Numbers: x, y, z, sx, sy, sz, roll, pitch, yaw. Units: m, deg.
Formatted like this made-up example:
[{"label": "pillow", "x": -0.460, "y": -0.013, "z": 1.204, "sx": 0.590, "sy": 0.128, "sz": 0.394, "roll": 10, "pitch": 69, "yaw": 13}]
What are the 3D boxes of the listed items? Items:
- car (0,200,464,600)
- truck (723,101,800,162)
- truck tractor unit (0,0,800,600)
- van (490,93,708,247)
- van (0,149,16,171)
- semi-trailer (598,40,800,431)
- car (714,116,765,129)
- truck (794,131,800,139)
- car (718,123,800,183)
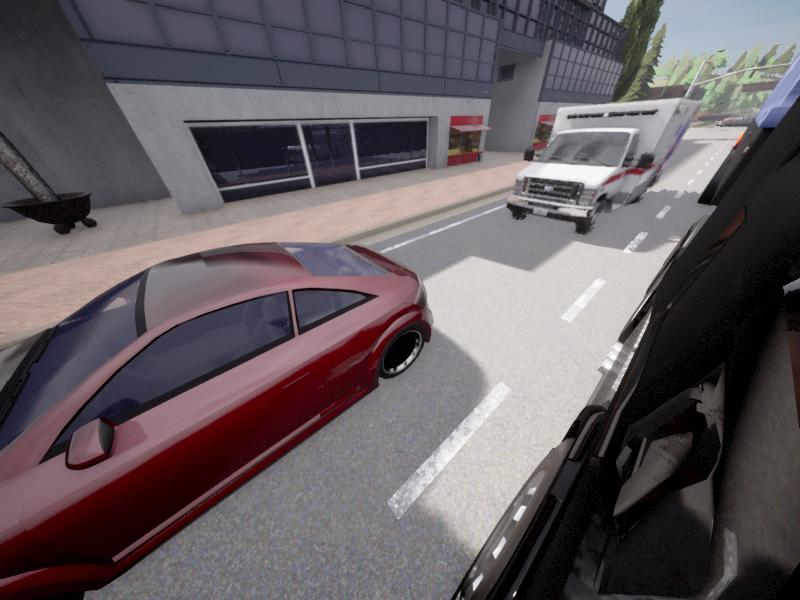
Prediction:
[{"label": "car", "x": -1.650, "y": 0.424, "z": 2.034, "sx": 4.181, "sy": 1.385, "sz": 1.994, "roll": -28, "pitch": 44, "yaw": -30}, {"label": "truck", "x": 21.405, "y": -9.576, "z": 13.037, "sx": 5.204, "sy": 2.467, "sz": 2.627, "roll": -28, "pitch": 44, "yaw": -30}, {"label": "truck tractor unit", "x": 2.645, "y": -0.295, "z": 0.351, "sx": 6.516, "sy": 4.208, "sz": 3.053, "roll": -28, "pitch": 44, "yaw": -30}, {"label": "van", "x": 5.631, "y": -3.894, "z": 6.467, "sx": 6.366, "sy": 2.431, "sz": 2.351, "roll": -28, "pitch": 44, "yaw": -30}, {"label": "van", "x": -45.710, "y": -15.461, "z": 25.045, "sx": 1.988, "sy": 2.561, "sz": 5.915, "roll": -28, "pitch": 44, "yaw": -30}, {"label": "semi-trailer", "x": 8.696, "y": -3.607, "z": 4.230, "sx": 14.254, "sy": 4.402, "sz": 2.717, "roll": -28, "pitch": 44, "yaw": -30}, {"label": "car", "x": 55.973, "y": -29.376, "z": 38.198, "sx": 2.007, "sy": 1.525, "sz": 4.514, "roll": -27, "pitch": 43, "yaw": -29}, {"label": "truck", "x": 36.723, "y": -15.008, "z": 19.313, "sx": 5.204, "sy": 2.467, "sz": 2.627, "roll": -27, "pitch": 43, "yaw": -31}, {"label": "car", "x": 15.841, "y": -6.294, "z": 9.679, "sx": 4.611, "sy": 1.667, "sz": 2.242, "roll": -28, "pitch": 44, "yaw": -30}]
